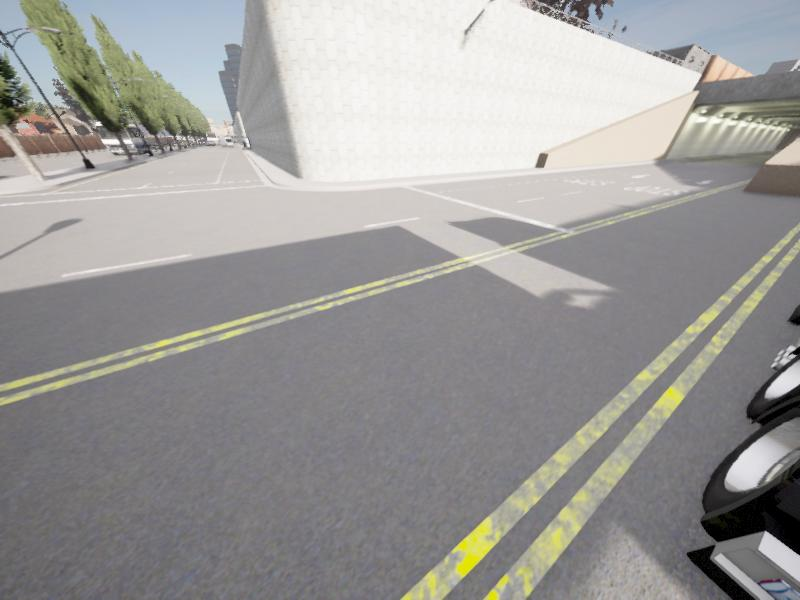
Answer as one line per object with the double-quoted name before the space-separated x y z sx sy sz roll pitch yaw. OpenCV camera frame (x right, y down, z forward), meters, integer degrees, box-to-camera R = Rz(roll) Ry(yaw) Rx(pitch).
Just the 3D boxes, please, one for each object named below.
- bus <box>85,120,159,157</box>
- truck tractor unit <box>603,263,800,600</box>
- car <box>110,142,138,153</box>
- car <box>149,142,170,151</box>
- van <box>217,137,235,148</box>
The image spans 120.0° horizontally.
"bus" -43.847 -25.922 37.183 3.944 4.253 10.273 -18 39 -25
"truck tractor unit" 5.108 -0.303 0.793 6.516 4.208 3.053 -18 39 -24
"car" -52.408 -29.059 43.997 1.882 1.535 5.008 -18 39 -25
"car" -54.359 -34.860 52.394 2.128 1.511 4.902 -18 39 -25
"van" -51.925 -47.141 69.054 5.915 2.561 1.988 28 43 32
